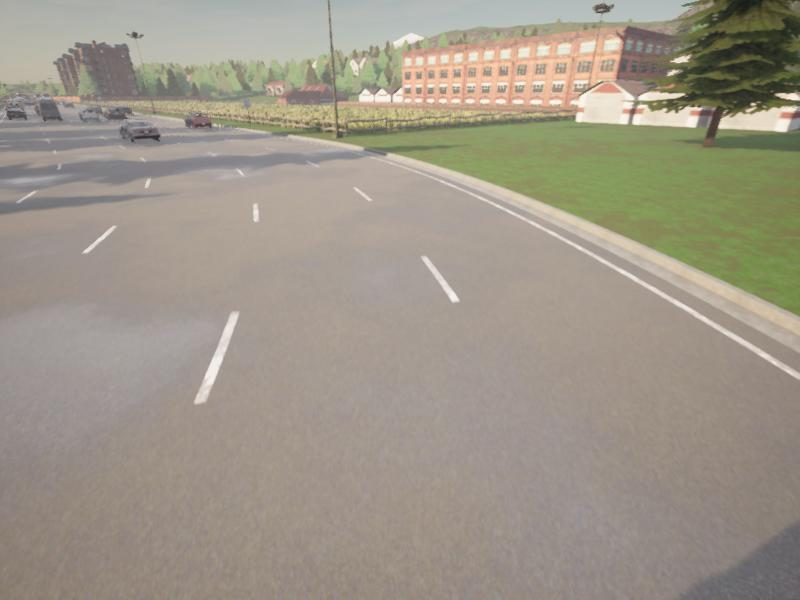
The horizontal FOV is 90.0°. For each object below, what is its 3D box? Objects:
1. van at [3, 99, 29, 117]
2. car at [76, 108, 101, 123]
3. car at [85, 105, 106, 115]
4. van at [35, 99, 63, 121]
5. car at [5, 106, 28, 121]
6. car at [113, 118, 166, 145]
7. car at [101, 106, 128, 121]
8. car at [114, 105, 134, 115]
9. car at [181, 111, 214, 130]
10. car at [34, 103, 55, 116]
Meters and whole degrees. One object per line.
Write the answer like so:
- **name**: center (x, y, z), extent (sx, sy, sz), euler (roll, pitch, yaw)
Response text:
- **van**: center (-63.581, -31.840, 66.268), extent (2.351, 2.431, 6.366), euler (-21, 34, -35)
- **car**: center (-39.681, -23.532, 50.943), extent (1.845, 1.501, 3.633), euler (-21, 34, -35)
- **car**: center (-53.833, -33.589, 70.706), extent (2.128, 1.511, 4.902), euler (-21, 34, -35)
- **van**: center (-48.071, -26.038, 54.733), extent (1.988, 2.561, 5.915), euler (-21, 34, -35)
- **car**: center (-53.786, -26.219, 56.146), extent (1.930, 1.638, 5.238), euler (-21, 34, -35)
- **car**: center (-19.347, -12.544, 29.612), extent (2.033, 1.411, 5.357), euler (-22, 34, -36)
- **car**: center (-40.318, -26.350, 56.442), extent (2.242, 1.667, 4.611), euler (-21, 34, -35)
- **car**: center (-47.687, -32.789, 69.049), extent (1.837, 1.490, 4.892), euler (-21, 34, -35)
- **car**: center (-20.393, -18.086, 40.257), extent (1.845, 1.501, 3.633), euler (-21, 34, -35)
- **car**: center (-59.512, -31.881, 66.946), extent (1.905, 1.878, 3.866), euler (-21, 34, -35)
